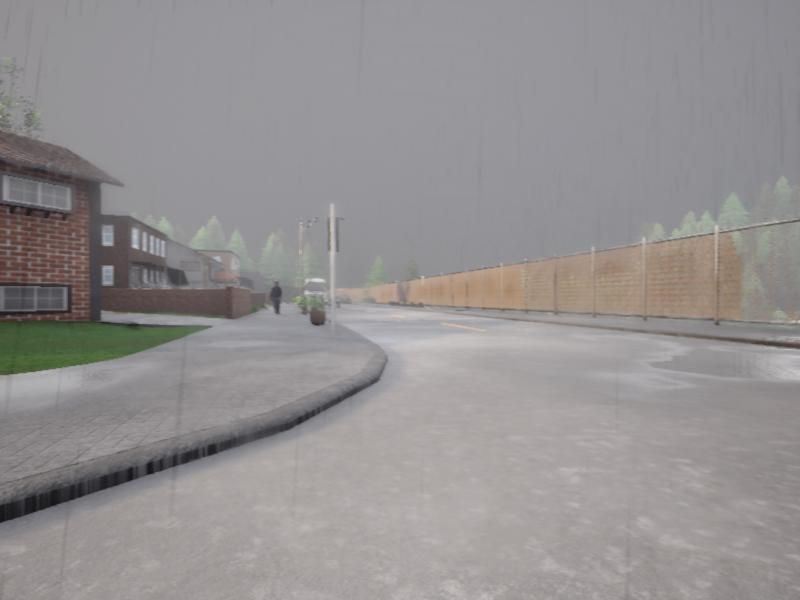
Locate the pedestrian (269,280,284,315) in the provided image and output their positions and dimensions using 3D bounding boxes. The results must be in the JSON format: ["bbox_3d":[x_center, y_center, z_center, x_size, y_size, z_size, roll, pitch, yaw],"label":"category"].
[{"bbox_3d":[-6.587,-0.135,21.377,0.751,1.860,0.751,0,0,-19],"label":"pedestrian"}]

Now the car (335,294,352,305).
[{"bbox_3d":[-8.971,-0.093,62.764,2.097,1.767,4.553,0,0,-15],"label":"car"}]

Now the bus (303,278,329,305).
[{"bbox_3d":[-14.558,-1.346,68.596,3.944,4.253,10.273,0,0,-15],"label":"bus"}]

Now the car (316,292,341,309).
[{"bbox_3d":[-7.649,0.052,42.470,2.152,1.651,5.027,0,0,-15],"label":"car"}]
